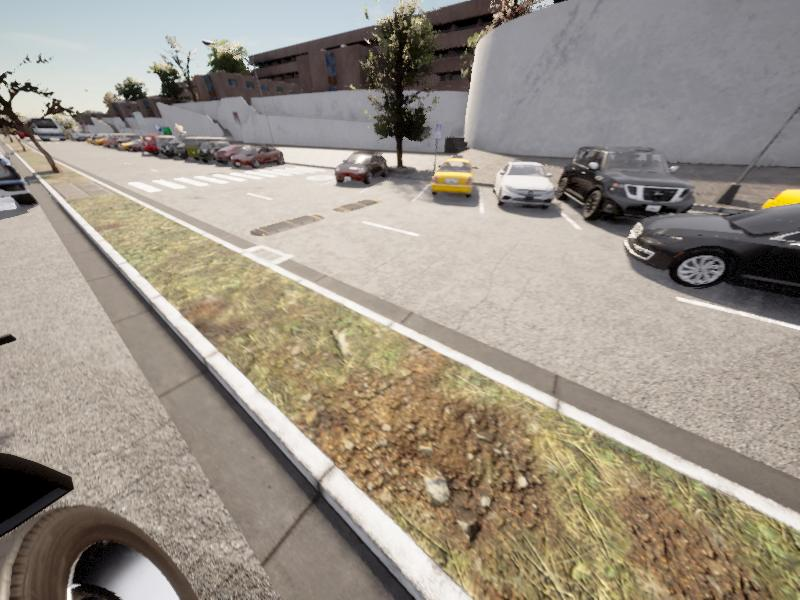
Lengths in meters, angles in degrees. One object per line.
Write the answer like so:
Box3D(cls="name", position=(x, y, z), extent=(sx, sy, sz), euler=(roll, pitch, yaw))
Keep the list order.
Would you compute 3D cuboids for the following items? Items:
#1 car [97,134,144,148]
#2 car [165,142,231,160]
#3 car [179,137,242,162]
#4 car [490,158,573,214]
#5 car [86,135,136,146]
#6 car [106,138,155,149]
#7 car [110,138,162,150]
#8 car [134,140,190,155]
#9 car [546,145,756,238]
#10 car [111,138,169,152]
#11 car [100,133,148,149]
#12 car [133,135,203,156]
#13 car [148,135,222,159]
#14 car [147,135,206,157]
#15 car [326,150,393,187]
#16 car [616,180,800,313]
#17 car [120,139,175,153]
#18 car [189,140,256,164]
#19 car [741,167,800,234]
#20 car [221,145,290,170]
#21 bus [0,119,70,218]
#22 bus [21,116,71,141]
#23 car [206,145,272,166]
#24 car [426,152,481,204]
Box3D(cls="car", position=(-48.574, -27.746, 40.297), extent=(2.185, 1.767, 4.553), euler=(10, 36, 12))
Box3D(cls="car", position=(-21.744, -16.344, 25.217), extent=(2.231, 1.521, 4.892), euler=(9, 36, 12))
Box3D(cls="car", position=(-19.272, -15.581, 23.798), extent=(1.878, 1.987, 4.442), euler=(9, 36, 12))
Box3D(cls="car", position=(5.203, -5.096, 9.912), extent=(2.002, 1.452, 4.674), euler=(10, 36, 12))
Box3D(cls="car", position=(-53.489, -29.659, 42.969), extent=(1.946, 1.575, 5.366), euler=(11, 36, 11))
Box3D(cls="car", position=(-43.695, -25.537, 37.676), extent=(2.002, 1.452, 4.674), euler=(10, 36, 12))
Box3D(cls="car", position=(-41.248, -24.524, 36.327), extent=(2.163, 1.488, 4.792), euler=(10, 36, 12))
Box3D(cls="car", position=(-31.498, -20.384, 30.787), extent=(2.002, 1.452, 4.674), euler=(9, 36, 12))
Box3D(cls="car", position=(7.657, -4.298, 8.318), extent=(2.435, 2.045, 5.566), euler=(10, 36, 12))
Box3D(cls="car", position=(-38.854, -23.398, 34.758), extent=(1.946, 1.575, 5.366), euler=(10, 36, 11))
Box3D(cls="car", position=(-46.143, -26.730, 38.800), extent=(1.878, 1.987, 4.442), euler=(10, 36, 11))
Box3D(cls="car", position=(-29.047, -19.620, 29.263), extent=(2.435, 2.045, 5.566), euler=(9, 36, 12))
Box3D(cls="car", position=(-24.177, -17.553, 26.441), extent=(2.435, 2.045, 5.566), euler=(10, 36, 12))
Box3D(cls="car", position=(-26.638, -18.500, 27.772), extent=(1.878, 1.987, 4.442), euler=(10, 36, 12))
Box3D(cls="car", position=(-2.167, -8.148, 14.074), extent=(2.163, 1.488, 4.792), euler=(10, 36, 12))
Box3D(cls="car", position=(7.047, -0.771, 3.773), extent=(4.892, 1.490, 1.837), euler=(23, 41, 28))
Box3D(cls="car", position=(-36.379, -22.426, 33.524), extent=(2.163, 1.488, 4.792), euler=(10, 36, 12))
Box3D(cls="car", position=(-16.873, -14.402, 22.351), extent=(2.185, 1.767, 4.553), euler=(9, 36, 12))
Box3D(cls="car", position=(12.517, -1.995, 5.523), extent=(1.946, 1.575, 5.366), euler=(10, 35, 12))
Box3D(cls="car", position=(-11.978, -12.237, 19.656), extent=(2.163, 1.488, 4.792), euler=(10, 36, 12))
Box3D(cls="bus", position=(-17.286, -5.886, 8.213), extent=(10.273, 4.253, 3.944), euler=(23, 41, 28))
Box3D(cls="bus", position=(-78.977, -38.117, 51.494), extent=(10.273, 4.253, 3.944), euler=(23, 41, 27))
Box3D(cls="car", position=(-14.432, -13.266, 21.080), extent=(2.002, 1.452, 4.674), euler=(9, 36, 12))
Box3D(cls="car", position=(2.788, -6.249, 11.433), extent=(1.946, 1.575, 5.366), euler=(9, 36, 12))
